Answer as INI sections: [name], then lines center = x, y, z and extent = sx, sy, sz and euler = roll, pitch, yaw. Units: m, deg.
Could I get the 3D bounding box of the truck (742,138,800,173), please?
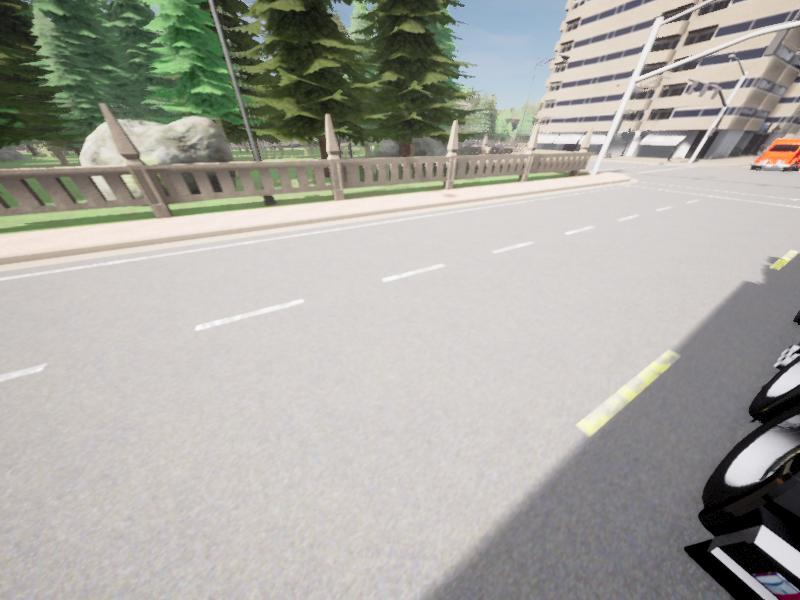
[truck]
center = 35.048, -13.198, 21.081
extent = 5.204, 2.467, 2.627
euler = -15, 38, -24

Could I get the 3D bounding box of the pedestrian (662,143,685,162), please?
[pedestrian]
center = 32.294, -17.431, 27.299
extent = 0.751, 1.860, 0.751
euler = -13, 37, -19

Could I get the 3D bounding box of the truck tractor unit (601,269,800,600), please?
[truck tractor unit]
center = 5.121, -0.290, 0.770
extent = 6.516, 4.208, 3.053
euler = -18, 39, -24
